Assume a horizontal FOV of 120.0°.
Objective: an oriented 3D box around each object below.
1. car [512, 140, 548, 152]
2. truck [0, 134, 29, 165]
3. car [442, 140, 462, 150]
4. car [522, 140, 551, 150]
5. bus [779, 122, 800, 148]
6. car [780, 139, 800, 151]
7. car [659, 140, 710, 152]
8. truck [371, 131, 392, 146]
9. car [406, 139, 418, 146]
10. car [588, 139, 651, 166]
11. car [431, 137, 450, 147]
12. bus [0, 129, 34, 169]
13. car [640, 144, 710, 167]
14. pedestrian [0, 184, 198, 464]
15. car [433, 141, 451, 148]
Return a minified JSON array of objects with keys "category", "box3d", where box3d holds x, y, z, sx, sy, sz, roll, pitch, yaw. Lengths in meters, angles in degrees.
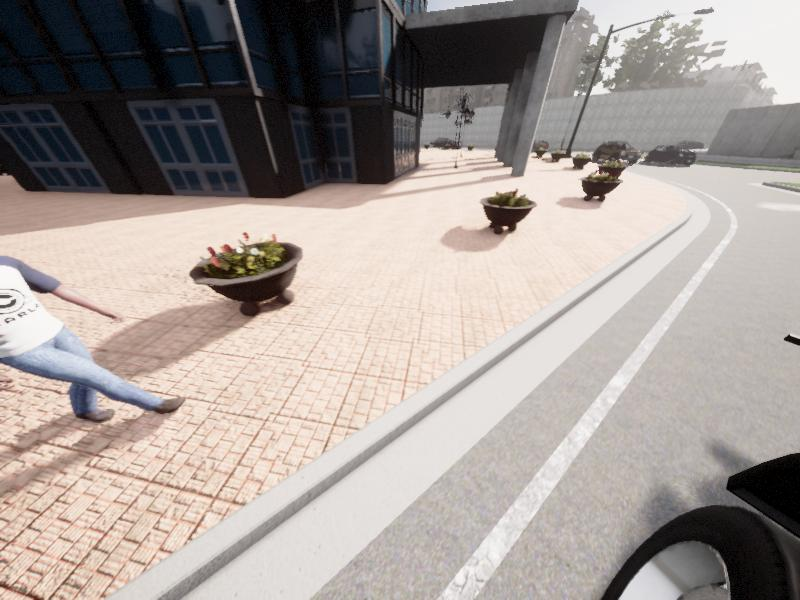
[{"category":"car","box3d":[22.810,-27.241,40.854,2.152,1.651,5.027,-17,39,-22]},{"category":"truck","box3d":[-63.165,-23.221,35.549,2.891,3.827,8.468,-23,41,-28]},{"category":"car","box3d":[11.412,-34.187,50.876,1.851,1.617,3.988,-21,40,-27]},{"category":"car","box3d":[27.737,-31.588,47.108,2.007,1.525,4.514,-27,43,-33]},{"category":"bus","box3d":[83.233,-33.793,47.246,10.273,4.253,3.944,-22,41,-27]},{"category":"car","box3d":[67.845,-26.619,39.651,5.008,1.535,1.882,-21,40,-27]},{"category":"car","box3d":[48.708,-26.454,39.743,5.027,1.651,2.152,7,36,11]},{"category":"truck","box3d":[-6.328,-53.923,76.991,2.891,3.827,8.468,-21,40,-27]},{"category":"car","box3d":[3.848,-51.538,75.514,1.851,1.617,3.988,-21,40,-27]},{"category":"car","box3d":[21.101,-14.460,22.532,1.932,1.855,4.605,3,38,5]},{"category":"car","box3d":[11.446,-45.241,66.085,2.150,2.045,5.566,-21,40,-27]},{"category":"bus","box3d":[-53.466,-18.998,28.962,3.944,4.253,10.273,-23,40,-28]},{"category":"car","box3d":[24.515,-13.063,20.840,1.845,1.501,3.633,1,35,2]},{"category":"pedestrian","box3d":[-2.507,0.296,1.594,0.751,1.860,0.751,-2,35,-2]},{"category":"car","box3d":[10.339,-38.676,57.362,1.994,1.385,4.181,-21,40,-27]}]
